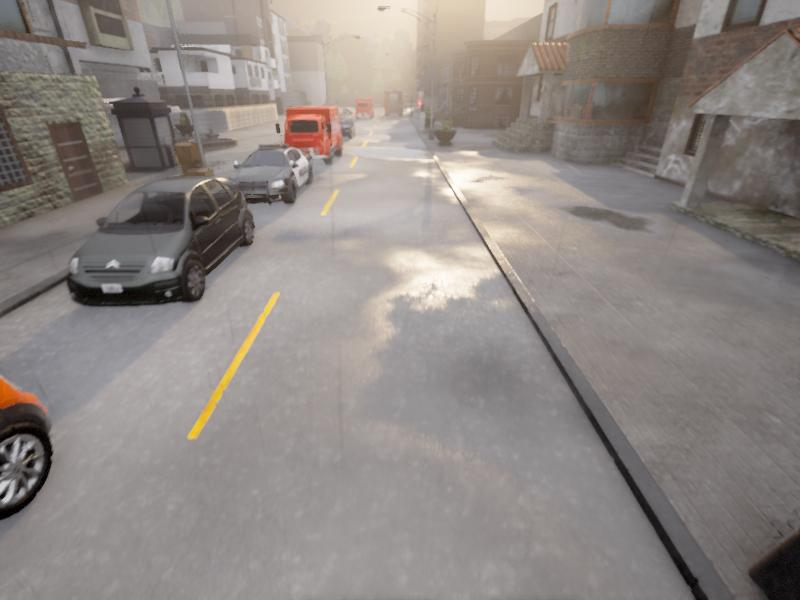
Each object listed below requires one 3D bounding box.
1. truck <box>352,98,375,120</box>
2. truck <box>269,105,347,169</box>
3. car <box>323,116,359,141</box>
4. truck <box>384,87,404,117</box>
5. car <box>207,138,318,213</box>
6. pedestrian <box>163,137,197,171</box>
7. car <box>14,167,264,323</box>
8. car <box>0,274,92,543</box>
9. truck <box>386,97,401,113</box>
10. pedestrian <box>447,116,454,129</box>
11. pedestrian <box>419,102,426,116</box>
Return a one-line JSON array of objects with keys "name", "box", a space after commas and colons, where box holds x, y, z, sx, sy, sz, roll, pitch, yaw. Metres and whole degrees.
[{"name": "truck", "box": [-4.845, -25.876, 54.090, 2.627, 2.467, 5.204, -1, 28, -1]}, {"name": "truck", "box": [-4.345, -8.311, 20.048, 2.627, 2.467, 5.204, -1, 28, -1]}, {"name": "car", "box": [-4.505, -13.493, 31.274, 2.033, 1.411, 5.357, -1, 27, -1]}, {"name": "truck", "box": [-0.966, -30.859, 62.240, 2.891, 3.827, 8.468, -1, 27, -1]}, {"name": "car", "box": [-4.245, -4.357, 13.414, 2.038, 1.542, 4.974, -1, 27, -1]}, {"name": "pedestrian", "box": [-9.407, -6.266, 17.133, 0.751, 1.300, 0.751, 0, 27, 0]}, {"name": "car", "box": [-4.158, -1.298, 7.400, 1.851, 1.617, 3.988, -1, 27, -1]}, {"name": "car", "box": [-4.069, 1.635, 1.511, 2.097, 1.767, 4.553, -1, 27, 0]}, {"name": "truck", "box": [-1.105, -35.063, 71.872, 2.627, 2.467, 5.204, -1, 27, -1]}, {"name": "pedestrian", "box": [4.551, -16.077, 36.236, 0.500, 1.100, 0.500, -4, 28, -7]}, {"name": "pedestrian", "box": [3.207, -27.426, 57.416, 0.751, 1.860, 0.751, 11, 29, 20]}]
